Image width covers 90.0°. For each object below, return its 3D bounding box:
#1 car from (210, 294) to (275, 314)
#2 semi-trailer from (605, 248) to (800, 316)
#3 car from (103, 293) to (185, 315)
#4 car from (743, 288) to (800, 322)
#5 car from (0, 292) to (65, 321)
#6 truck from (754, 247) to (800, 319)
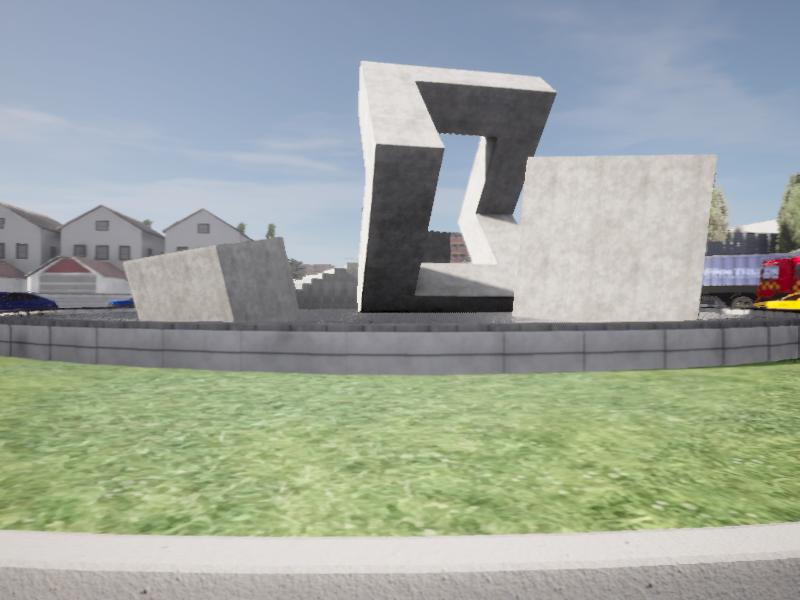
[{"bbox_3d":[-13.381,0.295,34.283,2.038,1.542,4.974,0,0,33],"label":"car"},{"bbox_3d":[23.152,-1.143,29.391,14.254,4.402,2.717,0,-3,31],"label":"semi-trailer"},{"bbox_3d":[-19.647,0.290,30.948,1.882,1.535,5.008,0,0,34],"label":"car"},{"bbox_3d":[19.323,0.231,18.781,1.801,1.575,5.366,0,0,0],"label":"car"},{"bbox_3d":[-20.103,0.317,20.365,1.812,1.442,4.674,0,0,8],"label":"car"},{"bbox_3d":[22.663,-0.889,19.859,2.891,3.827,8.468,0,0,2],"label":"truck"}]
